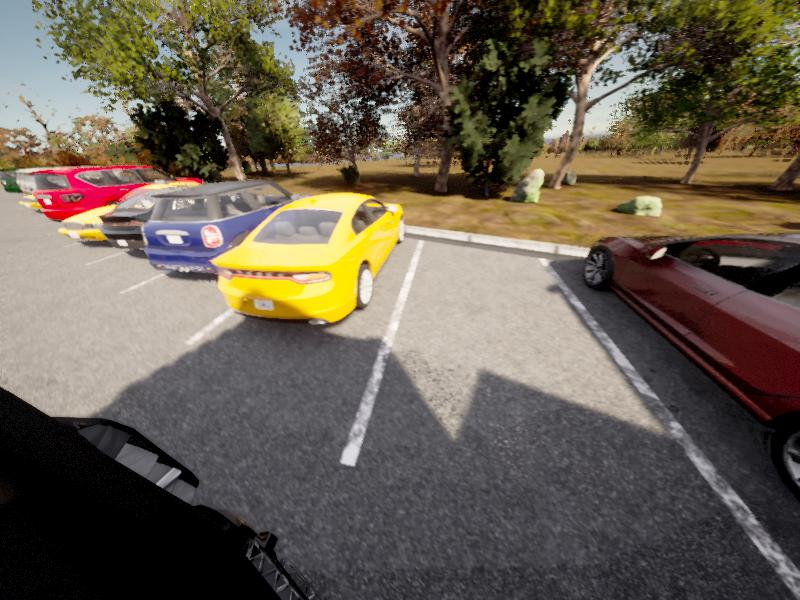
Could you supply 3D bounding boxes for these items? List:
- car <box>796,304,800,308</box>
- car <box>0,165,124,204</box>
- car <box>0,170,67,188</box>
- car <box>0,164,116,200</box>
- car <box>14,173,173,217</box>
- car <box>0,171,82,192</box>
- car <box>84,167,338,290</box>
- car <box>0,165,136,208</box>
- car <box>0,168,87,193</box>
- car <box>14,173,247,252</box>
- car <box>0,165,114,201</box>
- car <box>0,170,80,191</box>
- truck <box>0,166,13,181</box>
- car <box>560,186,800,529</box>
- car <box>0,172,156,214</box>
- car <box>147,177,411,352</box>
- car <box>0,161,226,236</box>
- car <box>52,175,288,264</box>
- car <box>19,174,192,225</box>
[{"bbox_3d":[6.472,0.847,0.854,2.163,1.488,4.792,4,33,9],"label":"car"},{"bbox_3d":[-24.012,-8.465,16.752,1.878,1.987,4.442,5,34,11],"label":"car"},{"bbox_3d":[-48.138,-15.782,30.037,2.231,1.521,4.892,5,34,11],"label":"car"},{"bbox_3d":[-29.046,-10.119,19.587,2.435,2.045,5.566,5,34,11],"label":"car"},{"bbox_3d":[-16.392,-5.999,12.919,2.163,1.488,4.792,5,34,11],"label":"car"},{"bbox_3d":[-39.501,-13.074,25.348,2.163,1.488,4.792,5,34,11],"label":"car"},{"bbox_3d":[-3.750,-2.248,6.017,2.185,1.767,4.553,4,34,11],"label":"car"},{"bbox_3d":[-21.481,-7.688,15.388,1.878,1.987,4.442,5,34,11],"label":"car"},{"bbox_3d":[-36.618,-12.348,23.754,2.185,1.767,4.553,5,34,11],"label":"car"},{"bbox_3d":[-8.840,-3.587,8.643,1.946,1.575,5.366,5,34,11],"label":"car"},{"bbox_3d":[-26.542,-9.241,18.116,1.878,1.987,4.442,5,34,11],"label":"car"},{"bbox_3d":[-42.348,-14.105,27.065,1.946,1.575,5.366,5,34,11],"label":"car"},{"bbox_3d":[-81.072,-24.278,44.812,5.204,2.467,2.627,-10,33,-8],"label":"truck"},{"bbox_3d":[3.910,0.083,2.203,2.163,1.488,4.792,4,33,10],"label":"car"},{"bbox_3d":[-18.961,-6.686,14.087,1.946,1.575,5.366,5,34,11],"label":"car"},{"bbox_3d":[-1.201,-1.402,4.776,2.097,1.535,5.008,4,34,11],"label":"car"},{"bbox_3d":[-11.345,-4.682,10.039,2.435,2.045,5.566,5,34,11],"label":"car"},{"bbox_3d":[-6.279,-2.915,7.446,2.231,1.521,4.892,4,34,11],"label":"car"},{"bbox_3d":[-13.868,-5.190,11.506,2.163,1.488,4.792,5,34,11],"label":"car"}]
